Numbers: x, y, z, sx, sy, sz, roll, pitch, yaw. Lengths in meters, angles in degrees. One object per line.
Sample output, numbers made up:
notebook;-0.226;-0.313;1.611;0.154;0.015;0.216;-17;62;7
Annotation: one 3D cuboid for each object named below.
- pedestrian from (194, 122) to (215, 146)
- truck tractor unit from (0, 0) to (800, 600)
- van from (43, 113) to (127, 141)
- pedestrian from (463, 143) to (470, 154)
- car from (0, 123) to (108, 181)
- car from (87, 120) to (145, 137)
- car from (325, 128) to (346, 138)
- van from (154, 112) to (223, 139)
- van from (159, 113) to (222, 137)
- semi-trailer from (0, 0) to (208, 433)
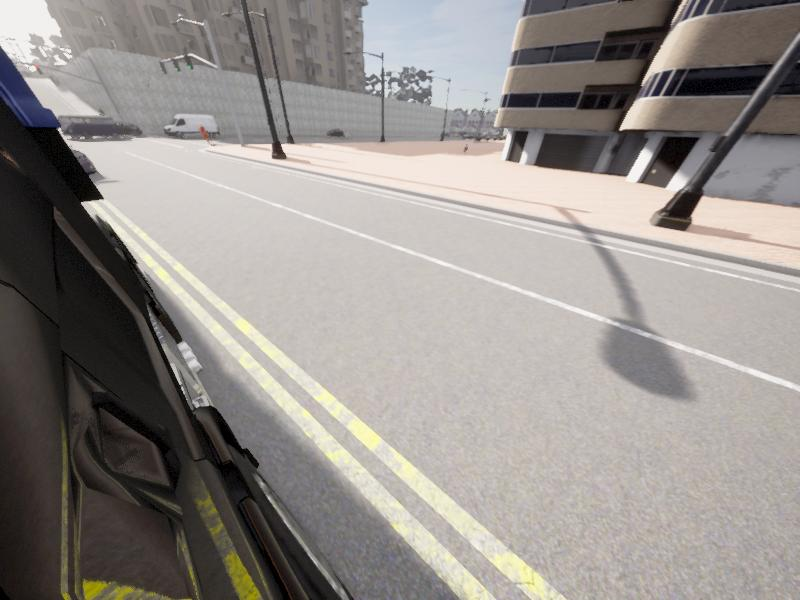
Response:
pedestrian;-19.229;-16.325;22.722;0.751;1.860;0.751;23;41;25
truck tractor unit;-2.645;-0.295;0.352;6.516;4.208;3.053;28;44;30
van;-31.404;-17.408;23.317;1.775;1.987;4.442;5;37;3
pedestrian;7.833;-17.856;27.241;0.500;1.100;0.500;-5;37;-10
car;-15.361;-6.303;9.741;4.856;1.649;2.033;19;34;20
car;-35.125;-21.354;28.800;4.193;1.474;1.816;-24;44;-31
car;-13.060;-33.824;46.901;1.789;1.549;3.705;26;42;28
van;-27.750;-23.042;30.653;1.988;2.561;5.915;26;42;28
van;-29.769;-24.982;33.124;1.988;2.561;5.915;26;43;28
semi-trailer;-9.099;-3.295;3.792;14.254;4.402;2.717;23;41;25
